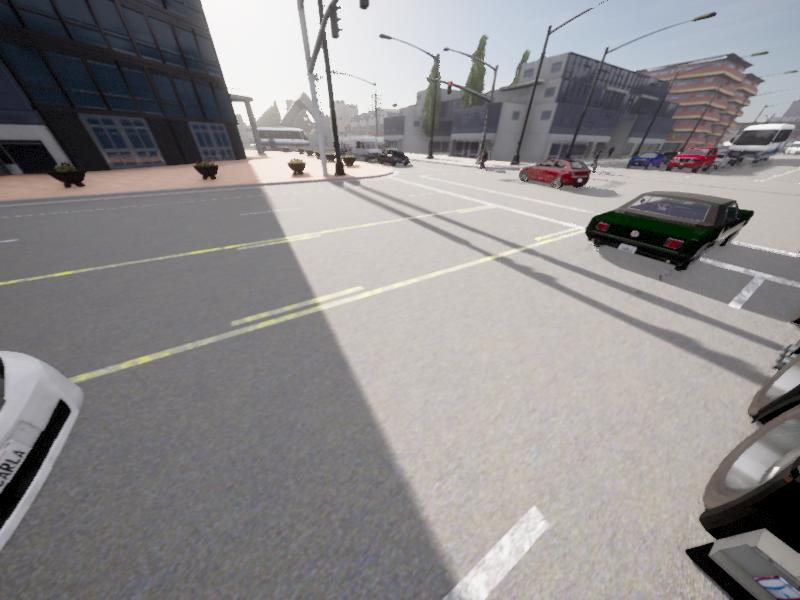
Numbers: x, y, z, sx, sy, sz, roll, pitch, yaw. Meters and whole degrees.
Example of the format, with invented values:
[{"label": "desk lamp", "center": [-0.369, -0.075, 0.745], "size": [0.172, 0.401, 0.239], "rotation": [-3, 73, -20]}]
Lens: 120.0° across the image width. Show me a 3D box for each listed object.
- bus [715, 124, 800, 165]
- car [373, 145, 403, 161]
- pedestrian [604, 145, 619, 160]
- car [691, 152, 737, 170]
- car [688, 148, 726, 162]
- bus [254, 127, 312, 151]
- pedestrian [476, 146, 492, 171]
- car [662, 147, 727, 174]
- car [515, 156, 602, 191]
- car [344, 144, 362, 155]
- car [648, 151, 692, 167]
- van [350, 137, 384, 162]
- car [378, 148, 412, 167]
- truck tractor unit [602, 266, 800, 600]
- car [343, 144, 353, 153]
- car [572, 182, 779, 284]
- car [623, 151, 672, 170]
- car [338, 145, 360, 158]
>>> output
[{"label": "bus", "center": [49.640, -21.563, 31.831], "size": [10.273, 4.253, 3.944], "rotation": [-19, 39, -23]}, {"label": "car", "center": [-1.802, -20.516, 32.158], "size": [1.930, 1.638, 5.238], "rotation": [-17, 38, -24]}, {"label": "pedestrian", "center": [31.184, -21.796, 34.116], "size": [0.751, 1.860, 0.751], "rotation": [-16, 38, -23]}, {"label": "car", "center": [35.543, -15.759, 26.148], "size": [4.674, 1.442, 1.812], "rotation": [-18, 39, -24]}, {"label": "car", "center": [44.926, -21.252, 33.831], "size": [5.008, 1.535, 1.882], "rotation": [-19, 39, -24]}, {"label": "bus", "center": [-25.966, -36.273, 52.153], "size": [10.273, 4.253, 3.944], "rotation": [-1, 35, -4]}, {"label": "pedestrian", "center": [7.611, -12.798, 20.944], "size": [0.751, 1.860, 0.751], "rotation": [-8, 36, -13]}, {"label": "car", "center": [29.218, -13.971, 22.951], "size": [5.566, 2.045, 2.150], "rotation": [-18, 39, -24]}, {"label": "car", "center": [9.481, -7.967, 14.373], "size": [1.816, 1.474, 4.193], "rotation": [-8, 35, -12]}, {"label": "car", "center": [-8.821, -28.175, 43.119], "size": [1.930, 1.638, 5.238], "rotation": [-14, 37, -20]}, {"label": "car", "center": [33.067, -17.278, 28.276], "size": [4.892, 1.490, 1.837], "rotation": [-18, 39, -24]}, {"label": "van", "center": [-4.326, -19.429, 29.724], "size": [1.988, 2.561, 5.915], "rotation": [-17, 38, -24]}, {"label": "car", "center": [-0.651, -15.258, 24.691], "size": [1.816, 1.474, 4.193], "rotation": [-17, 38, -24]}, {"label": "truck tractor unit", "center": [5.113, -0.298, 0.779], "size": [6.516, 4.208, 3.053], "rotation": [-18, 39, -24]}, {"label": "car", "center": [-10.974, -31.996, 48.766], "size": [1.816, 1.474, 4.193], "rotation": [-7, 35, -11]}, {"label": "car", "center": [6.878, -1.965, 5.787], "size": [4.718, 1.301, 1.895], "rotation": [-18, 39, -25]}, {"label": "car", "center": [27.446, -15.496, 25.578], "size": [5.008, 1.535, 1.882], "rotation": [-18, 38, -25]}, {"label": "car", "center": [-7.694, -22.333, 34.753], "size": [1.845, 1.501, 3.633], "rotation": [-18, 39, -25]}]
